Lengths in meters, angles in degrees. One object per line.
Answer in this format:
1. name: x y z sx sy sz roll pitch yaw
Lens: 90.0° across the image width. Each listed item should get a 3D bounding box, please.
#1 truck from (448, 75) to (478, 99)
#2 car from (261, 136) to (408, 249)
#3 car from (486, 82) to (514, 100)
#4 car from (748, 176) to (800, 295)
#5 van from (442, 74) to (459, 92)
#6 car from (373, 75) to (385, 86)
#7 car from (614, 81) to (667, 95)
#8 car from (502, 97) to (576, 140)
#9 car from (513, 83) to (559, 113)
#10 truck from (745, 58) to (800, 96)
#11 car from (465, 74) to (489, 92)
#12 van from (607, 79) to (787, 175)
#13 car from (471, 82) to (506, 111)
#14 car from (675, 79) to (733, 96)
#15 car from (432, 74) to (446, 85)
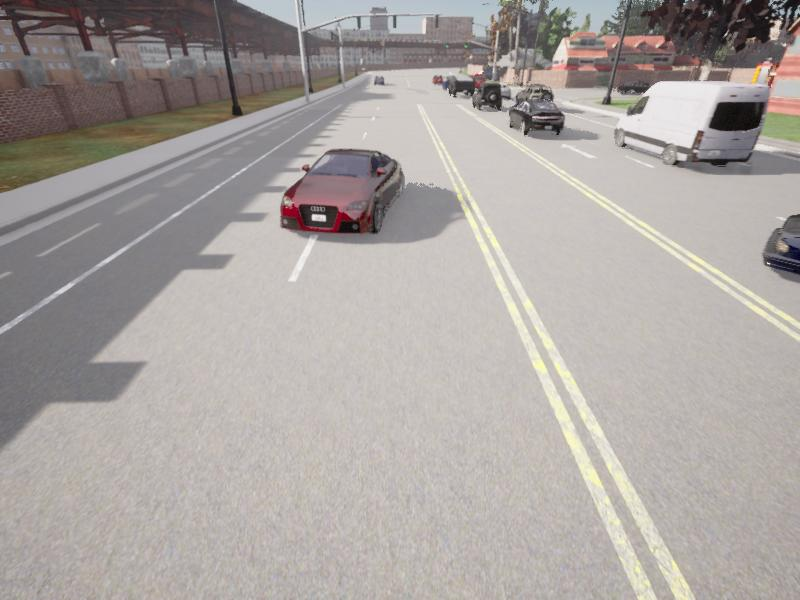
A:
1. truck: 6.957 -24.169 45.216 2.390 2.098 6.274 0 30 0
2. car: -1.167 -2.724 9.297 1.994 1.385 4.181 6 31 10
3. car: 10.461 -22.086 42.278 1.970 1.475 3.806 0 30 0
4. car: 8.318 -0.340 5.197 5.357 1.411 2.033 26 39 37
5. van: 6.946 -30.223 55.640 1.775 1.987 4.442 0 30 0
6. car: -3.566 -37.946 69.112 1.845 1.501 3.633 0 31 0
7. car: 28.866 -25.512 48.123 4.892 1.490 1.837 -1 30 -1
8. car: 6.981 -9.526 20.781 2.128 1.511 4.902 0 30 0
9. car: 10.449 -15.808 31.145 1.932 1.855 4.605 0 29 0
10. truck: 47.435 -26.764 47.958 8.468 3.827 2.891 -1 30 -1
11. car: 10.445 -29.794 54.843 2.150 2.045 5.566 0 30 0
12. van: 10.312 -6.662 14.869 1.988 2.561 5.915 0 31 0
13. car: 6.973 -16.276 31.942 1.905 1.878 3.866 0 30 0
14. car: 36.547 -25.661 48.251 5.027 1.651 2.152 -1 30 -1
15. car: 6.934 -39.609 71.890 2.007 1.525 4.514 0 31 0
